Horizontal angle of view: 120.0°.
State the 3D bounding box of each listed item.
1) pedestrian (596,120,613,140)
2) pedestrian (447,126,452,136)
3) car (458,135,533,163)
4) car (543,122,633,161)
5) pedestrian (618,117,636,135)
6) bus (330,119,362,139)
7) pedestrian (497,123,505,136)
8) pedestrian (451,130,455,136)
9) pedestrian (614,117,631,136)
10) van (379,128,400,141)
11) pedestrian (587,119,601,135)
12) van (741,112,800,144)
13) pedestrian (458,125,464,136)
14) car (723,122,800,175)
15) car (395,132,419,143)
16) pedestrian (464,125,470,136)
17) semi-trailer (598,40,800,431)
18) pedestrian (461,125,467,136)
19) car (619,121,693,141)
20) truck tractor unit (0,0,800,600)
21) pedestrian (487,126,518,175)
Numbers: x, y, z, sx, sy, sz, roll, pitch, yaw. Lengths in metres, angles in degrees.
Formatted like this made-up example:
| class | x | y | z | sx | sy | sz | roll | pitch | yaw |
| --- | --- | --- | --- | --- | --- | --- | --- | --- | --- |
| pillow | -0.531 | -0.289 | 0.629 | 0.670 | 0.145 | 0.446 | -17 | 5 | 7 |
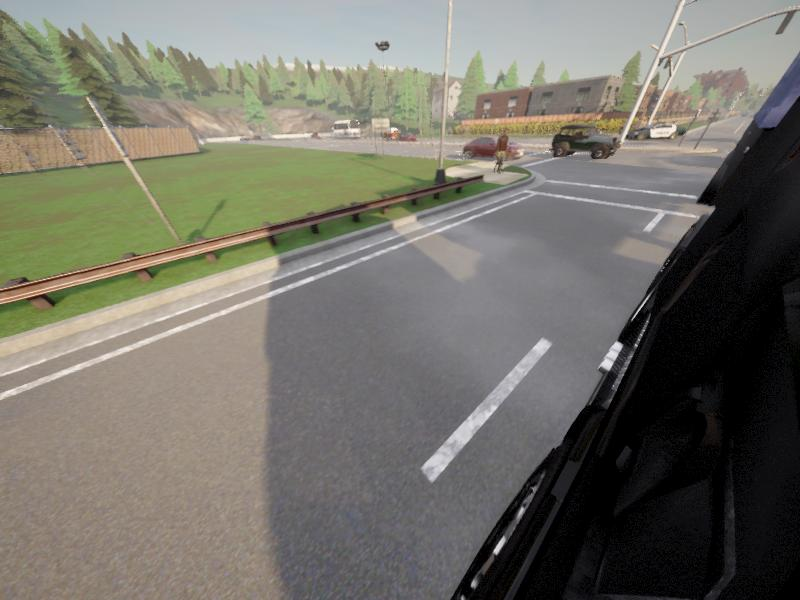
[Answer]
| class | x | y | z | sx | sy | sz | roll | pitch | yaw |
| --- | --- | --- | --- | --- | --- | --- | --- | --- | --- |
| pedestrian | 24.296 | -20.196 | 27.513 | 0.751 | 1.860 | 0.751 | -29 | 44 | -31 |
| pedestrian | 10.994 | -37.543 | 51.258 | 0.751 | 1.860 | 0.751 | 0 | 37 | 4 |
| car | 6.636 | -10.967 | 16.674 | 1.812 | 1.442 | 4.674 | -25 | 42 | -27 |
| car | 12.346 | -10.609 | 15.465 | 1.905 | 1.878 | 3.866 | -28 | 44 | -29 |
| pedestrian | 31.088 | -23.804 | 31.652 | 0.751 | 1.860 | 0.751 | -14 | 38 | -15 |
| bus | -15.454 | -48.280 | 65.549 | 3.944 | 4.253 | 10.273 | -28 | 43 | -29 |
| pedestrian | 18.983 | -31.986 | 43.337 | 0.751 | 1.860 | 0.751 | -28 | 44 | -30 |
| pedestrian | 11.557 | -36.691 | 50.719 | 0.500 | 1.100 | 0.500 | -23 | 41 | -25 |
| pedestrian | 28.019 | -21.809 | 29.128 | 0.751 | 1.860 | 0.751 | -28 | 44 | -30 |
| van | -2.264 | -35.081 | 48.942 | 2.069 | 2.038 | 4.480 | -28 | 44 | -30 |
| pedestrian | 28.485 | -25.419 | 33.972 | 0.751 | 1.860 | 0.751 | -27 | 43 | -29 |
| van | 31.187 | -14.618 | 19.567 | 4.442 | 1.987 | 1.775 | -28 | 44 | -30 |
| pedestrian | 12.969 | -35.885 | 48.921 | 0.751 | 1.860 | 0.751 | -26 | 43 | -28 |
| car | 17.729 | -7.283 | 10.910 | 5.027 | 1.651 | 2.152 | -28 | 44 | -30 |
| car | 1.145 | -29.080 | 41.274 | 1.994 | 1.385 | 4.181 | -28 | 43 | -29 |
| pedestrian | 14.010 | -35.423 | 48.238 | 0.751 | 1.860 | 0.751 | -6 | 37 | -5 |
| semi-trailer | 8.693 | -3.607 | 4.234 | 14.254 | 4.402 | 2.717 | -28 | 44 | -30 |
| pedestrian | 13.514 | -35.791 | 48.762 | 0.751 | 1.860 | 0.751 | 26 | 45 | 32 |
| car | 27.755 | -18.465 | 25.299 | 4.974 | 1.542 | 2.038 | 3 | 37 | 7 |
| truck tractor unit | 2.645 | -0.295 | 0.351 | 6.516 | 4.208 | 3.053 | -28 | 44 | -30 |
| pedestrian | 4.768 | -7.025 | 10.883 | 0.751 | 1.860 | 0.751 | -5 | 37 | -3 |
